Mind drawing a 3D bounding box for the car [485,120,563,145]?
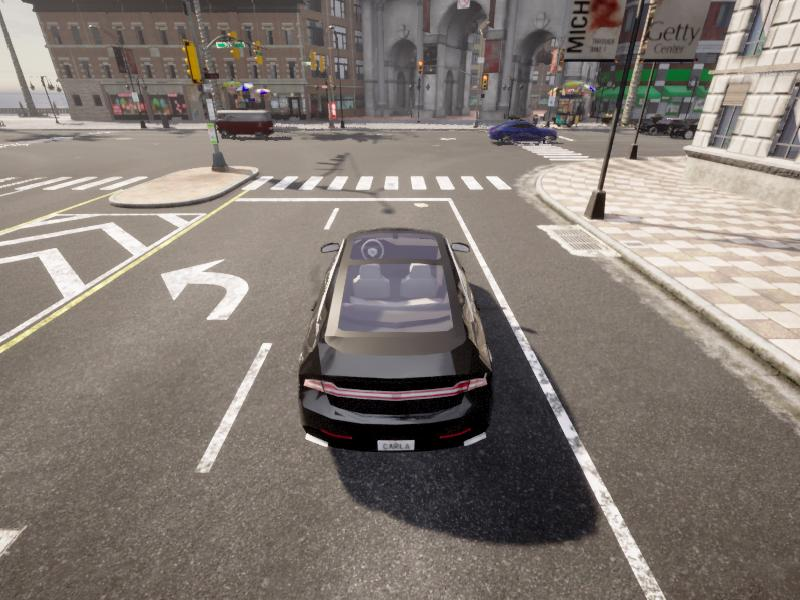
[{"bbox_3d":[8.382,-11.500,27.441,4.674,1.442,1.812,0,27,0],"label":"car"}]

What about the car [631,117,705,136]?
[{"bbox_3d":[22.495,-14.633,33.705,4.718,1.301,1.895,0,27,1],"label":"car"}]

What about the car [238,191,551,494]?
[{"bbox_3d":[-0.057,-0.144,5.248,2.128,1.511,4.902,0,27,-1],"label":"car"}]

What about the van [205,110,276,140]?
[{"bbox_3d":[-12.001,-13.322,30.398,4.442,1.987,1.775,0,27,0],"label":"van"}]

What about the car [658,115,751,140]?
[{"bbox_3d":[23.100,-13.187,30.510,5.238,1.638,1.930,0,27,0],"label":"car"}]
